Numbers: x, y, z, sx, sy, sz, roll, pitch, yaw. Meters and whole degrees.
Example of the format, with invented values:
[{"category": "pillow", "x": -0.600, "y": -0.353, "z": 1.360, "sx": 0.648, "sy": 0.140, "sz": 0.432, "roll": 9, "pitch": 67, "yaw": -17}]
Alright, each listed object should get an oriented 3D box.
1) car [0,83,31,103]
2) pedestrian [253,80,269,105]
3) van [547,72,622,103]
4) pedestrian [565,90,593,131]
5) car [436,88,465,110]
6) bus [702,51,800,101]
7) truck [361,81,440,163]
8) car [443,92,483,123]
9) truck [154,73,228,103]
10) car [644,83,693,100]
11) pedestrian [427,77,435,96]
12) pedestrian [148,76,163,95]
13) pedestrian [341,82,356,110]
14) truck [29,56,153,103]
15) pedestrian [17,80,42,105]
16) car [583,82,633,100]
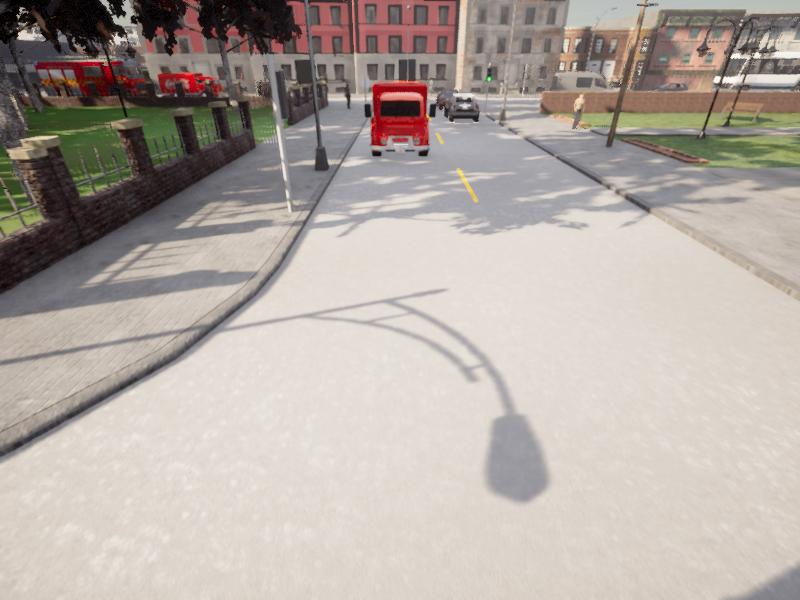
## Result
[{"category": "car", "x": -39.414, "y": -20.022, "z": 38.620, "sx": 5.027, "sy": 1.651, "sz": 2.152, "roll": 0, "pitch": 30, "yaw": 0}, {"category": "pedestrian", "x": -11.914, "y": -17.804, "z": 34.344, "sx": 0.751, "sy": 1.860, "sz": 0.751, "roll": 1, "pitch": 30, "yaw": 1}, {"category": "van", "x": 17.690, "y": -20.577, "z": 38.671, "sx": 5.915, "sy": 2.561, "sz": 1.988, "roll": 1, "pitch": 31, "yaw": 2}, {"category": "pedestrian", "x": 9.113, "y": -9.664, "z": 20.427, "sx": 0.751, "sy": 1.860, "sz": 0.751, "roll": -1, "pitch": 30, "yaw": -1}, {"category": "car", "x": 4.129, "y": -16.678, "z": 33.162, "sx": 1.994, "sy": 1.385, "sz": 4.181, "roll": 1, "pitch": 30, "yaw": 2}, {"category": "bus", "x": 38.463, "y": -23.125, "z": 41.335, "sx": 10.273, "sy": 4.253, "sz": 3.944, "roll": 0, "pitch": 30, "yaw": 0}, {"category": "truck", "x": -0.007, "y": -7.381, "z": 16.174, "sx": 2.627, "sy": 2.467, "sz": 5.204, "roll": 0, "pitch": 30, "yaw": 0}, {"category": "car", "x": 3.995, "y": -12.632, "z": 26.136, "sx": 1.970, "sy": 1.475, "sz": 3.806, "roll": 0, "pitch": 30, "yaw": 0}, {"category": "truck", "x": -19.892, "y": -20.384, "z": 38.403, "sx": 5.204, "sy": 2.467, "sz": 2.627, "roll": 0, "pitch": 30, "yaw": -1}, {"category": "car", "x": 28.221, "y": -22.020, "z": 42.138, "sx": 3.633, "sy": 1.501, "sz": 1.845, "roll": 0, "pitch": 30, "yaw": 0}, {"category": "pedestrian", "x": 3.530, "y": -24.359, "z": 45.554, "sx": 0.751, "sy": 1.860, "sz": 0.751, "roll": -6, "pitch": 31, "yaw": -10}, {"category": "pedestrian", "x": -28.262, "y": -24.758, "z": 46.230, "sx": 0.751, "sy": 1.860, "sz": 0.751, "roll": -4, "pitch": 31, "yaw": -7}, {"category": "pedestrian", "x": -3.964, "y": -15.721, "z": 30.784, "sx": 0.751, "sy": 1.860, "sz": 0.751, "roll": 24, "pitch": 38, "yaw": 35}, {"category": "truck", "x": -29.053, "y": -20.968, "z": 38.059, "sx": 8.468, "sy": 3.827, "sz": 2.891, "roll": 0, "pitch": 30, "yaw": 0}, {"category": "pedestrian", "x": -31.774, "y": -17.805, "z": 34.340, "sx": 0.751, "sy": 1.860, "sz": 0.751, "roll": 11, "pitch": 32, "yaw": 17}, {"category": "car", "x": 21.862, "y": -22.059, "z": 42.129, "sx": 3.988, "sy": 1.617, "sz": 1.851, "roll": 0, "pitch": 30, "yaw": 0}]
